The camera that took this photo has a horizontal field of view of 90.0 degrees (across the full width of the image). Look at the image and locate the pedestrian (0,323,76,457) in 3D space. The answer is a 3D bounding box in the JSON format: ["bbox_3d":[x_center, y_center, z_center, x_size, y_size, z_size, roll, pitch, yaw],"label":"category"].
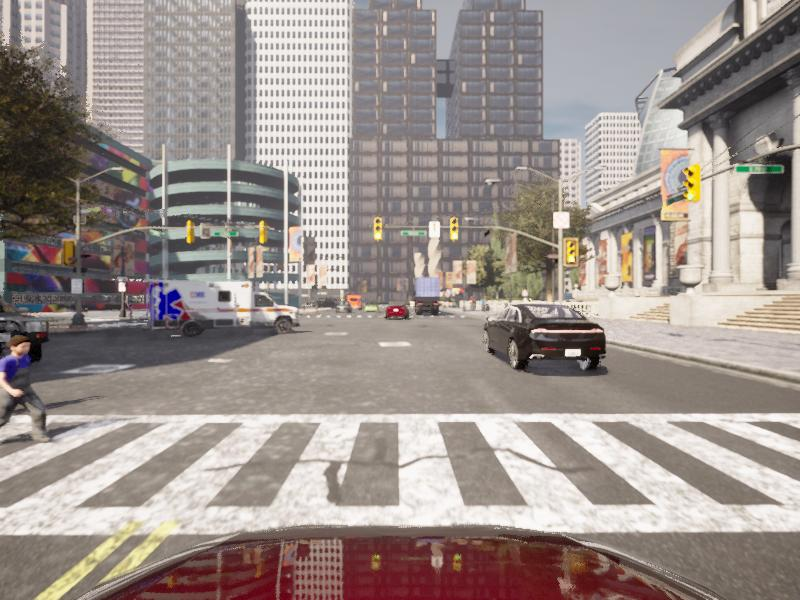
[{"bbox_3d":[-4.235,0.923,4.391,0.751,1.300,0.751,0,0,3],"label":"pedestrian"}]

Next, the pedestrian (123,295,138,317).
[{"bbox_3d":[-23.306,0.531,34.601,0.751,1.860,0.751,0,0,11],"label":"pedestrian"}]

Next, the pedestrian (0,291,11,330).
[{"bbox_3d":[-19.478,0.518,19.325,0.751,1.860,0.751,0,0,-16],"label":"pedestrian"}]

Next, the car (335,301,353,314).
[{"bbox_3d":[-7.105,0.882,50.753,1.789,1.549,3.705,0,0,0],"label":"car"}]

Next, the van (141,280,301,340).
[{"bbox_3d":[-7.979,0.402,18.528,6.366,2.431,2.351,0,0,-21],"label":"van"}]

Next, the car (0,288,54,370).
[{"bbox_3d":[-11.120,0.666,10.358,4.605,1.855,1.932,0,0,31],"label":"car"}]

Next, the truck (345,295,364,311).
[{"bbox_3d":[-7.290,0.439,64.149,2.627,2.467,5.204,0,0,-2],"label":"truck"}]

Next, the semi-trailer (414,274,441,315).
[{"bbox_3d":[3.218,-0.554,50.017,2.717,4.402,14.254,0,0,2],"label":"semi-trailer"}]

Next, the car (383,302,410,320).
[{"bbox_3d":[-0.235,0.898,35.913,2.163,1.488,4.792,0,0,3],"label":"car"}]

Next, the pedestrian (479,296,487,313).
[{"bbox_3d":[9.243,0.544,44.417,0.751,1.860,0.751,0,0,25],"label":"pedestrian"}]

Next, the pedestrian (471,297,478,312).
[{"bbox_3d":[9.657,0.553,51.765,0.751,1.860,0.751,0,0,2],"label":"pedestrian"}]

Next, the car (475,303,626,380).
[{"bbox_3d":[3.480,0.850,10.482,2.128,1.511,4.902,0,0,0],"label":"car"}]

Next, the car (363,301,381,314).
[{"bbox_3d":[-3.597,0.895,51.272,2.007,1.525,4.514,0,0,0],"label":"car"}]
